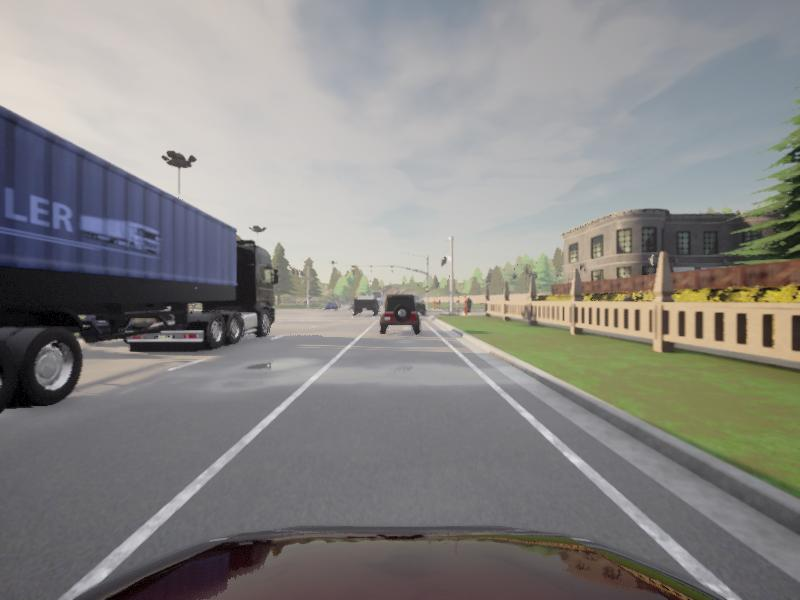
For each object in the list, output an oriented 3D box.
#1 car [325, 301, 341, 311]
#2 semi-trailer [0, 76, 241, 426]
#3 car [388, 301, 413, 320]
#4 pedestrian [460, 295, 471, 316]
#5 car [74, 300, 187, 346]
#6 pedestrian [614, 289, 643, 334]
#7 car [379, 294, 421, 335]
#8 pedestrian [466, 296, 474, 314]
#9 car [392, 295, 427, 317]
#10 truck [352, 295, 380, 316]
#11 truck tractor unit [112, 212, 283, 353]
[{"bbox_3d":[-10.495,0.871,62.843,1.816,1.474,4.193,0,0,0],"label":"car"},{"bbox_3d":[-6.579,-0.618,7.322,2.717,4.402,14.254,0,0,-5],"label":"semi-trailer"},{"bbox_3d":[0.078,0.862,33.700,1.970,1.475,3.806,0,0,1],"label":"car"},{"bbox_3d":[5.925,0.495,36.287,0.751,1.860,0.751,0,0,-6],"label":"pedestrian"},{"bbox_3d":[-10.494,0.792,16.012,1.851,1.617,3.988,0,0,0],"label":"car"},{"bbox_3d":[9.746,0.489,17.074,0.751,1.860,0.751,0,0,-7],"label":"pedestrian"},{"bbox_3d":[0.003,0.651,19.989,1.905,1.878,3.866,0,0,0],"label":"car"},{"bbox_3d":[7.271,0.470,41.786,0.751,1.860,0.751,0,0,3],"label":"pedestrian"},{"bbox_3d":[1.099,0.579,40.638,2.150,2.045,5.566,0,0,17],"label":"car"},{"bbox_3d":[-3.499,0.554,42.563,2.390,2.098,6.274,0,0,0],"label":"truck"},{"bbox_3d":[-7.013,-0.517,15.221,3.053,4.208,6.516,0,0,1],"label":"truck tractor unit"}]
